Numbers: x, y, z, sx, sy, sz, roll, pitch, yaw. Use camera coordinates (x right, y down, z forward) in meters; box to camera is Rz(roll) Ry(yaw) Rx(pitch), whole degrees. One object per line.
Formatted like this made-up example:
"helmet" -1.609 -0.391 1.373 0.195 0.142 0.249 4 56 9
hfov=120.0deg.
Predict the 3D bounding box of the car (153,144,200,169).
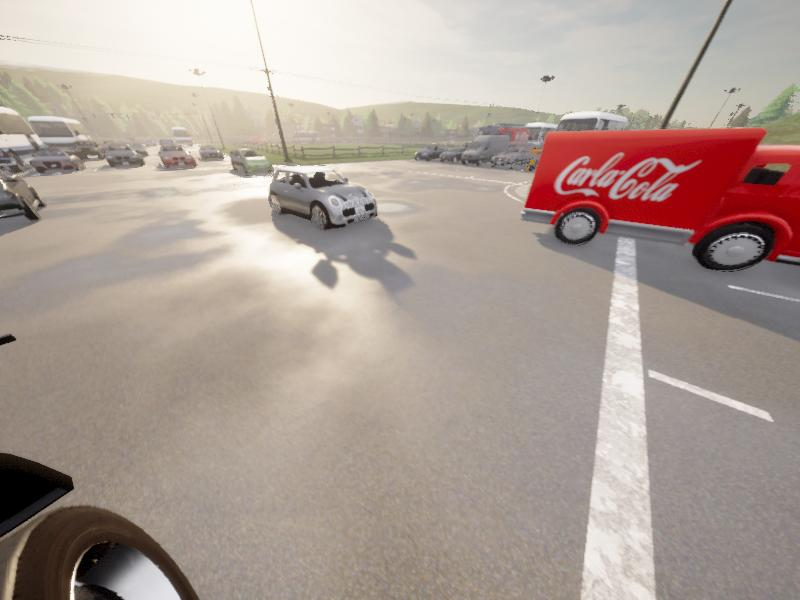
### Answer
"car" -20.039 -12.905 20.672 2.242 1.667 4.611 -27 43 -33

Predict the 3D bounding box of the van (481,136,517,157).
"van" 15.462 -23.958 36.103 5.915 2.561 1.988 -25 43 -32

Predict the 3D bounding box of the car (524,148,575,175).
"car" 12.469 -11.634 19.289 3.988 1.617 1.851 -26 43 -32

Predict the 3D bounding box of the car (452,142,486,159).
"car" 9.591 -20.875 32.209 4.605 1.855 1.932 -26 43 -32

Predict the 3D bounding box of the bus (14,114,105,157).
"bus" -46.182 -22.692 32.079 3.944 4.253 10.273 -25 43 -32

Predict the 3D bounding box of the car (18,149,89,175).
"car" -25.816 -10.499 17.432 1.994 1.385 4.181 -27 43 -33

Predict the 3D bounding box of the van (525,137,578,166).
"van" 17.124 -16.823 26.034 6.366 2.431 2.351 -26 43 -32

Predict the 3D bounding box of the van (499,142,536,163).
"van" 14.187 -17.864 27.870 4.442 1.987 1.775 -26 43 -32

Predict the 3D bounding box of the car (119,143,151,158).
"car" -35.025 -19.928 30.682 2.163 1.488 4.792 -25 42 -32

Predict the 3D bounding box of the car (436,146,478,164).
"car" 6.604 -16.661 26.494 4.892 1.490 1.837 -26 43 -32

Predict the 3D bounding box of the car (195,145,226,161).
"car" -22.318 -17.316 27.201 1.994 1.385 4.181 -26 43 -32

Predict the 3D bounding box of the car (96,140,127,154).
"car" -45.877 -24.463 36.864 2.242 1.667 4.611 -25 42 -32

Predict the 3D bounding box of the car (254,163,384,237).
"car" -2.638 -3.490 7.603 3.806 1.475 1.970 25 42 30

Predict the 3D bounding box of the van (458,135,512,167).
"van" 8.887 -15.553 24.029 5.915 2.561 1.988 -25 43 -32

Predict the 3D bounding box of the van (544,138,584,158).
"van" 25.143 -23.290 35.359 6.366 2.431 2.351 -26 43 -32

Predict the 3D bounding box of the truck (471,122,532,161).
"truck" 13.511 -20.921 30.623 8.468 3.827 2.891 -26 43 -32

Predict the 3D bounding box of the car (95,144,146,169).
"car" -25.094 -13.162 20.978 2.242 1.667 4.611 -27 43 -33

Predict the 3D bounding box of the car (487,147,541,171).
"car" 10.839 -13.484 21.897 5.027 1.651 2.152 -26 43 -32

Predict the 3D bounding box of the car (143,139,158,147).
"car" -63.934 -40.263 59.241 2.033 1.649 4.856 -25 42 -32

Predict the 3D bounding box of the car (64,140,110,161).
"car" -34.864 -16.824 25.901 1.905 1.878 3.866 -25 42 -32

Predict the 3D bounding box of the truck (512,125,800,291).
"truck" 6.108 -2.606 5.584 5.204 2.467 2.627 22 41 28

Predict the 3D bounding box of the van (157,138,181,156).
"van" -34.416 -22.866 34.442 1.775 1.987 4.442 -25 42 -32

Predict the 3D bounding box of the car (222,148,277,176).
"car" -11.614 -10.731 17.790 4.514 1.525 2.007 30 44 35

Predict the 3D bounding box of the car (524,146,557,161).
"car" 19.144 -20.012 31.467 4.674 1.442 1.812 -26 43 -32

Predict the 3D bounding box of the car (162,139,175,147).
"car" -60.872 -41.255 60.734 1.801 1.575 5.366 -25 42 -32

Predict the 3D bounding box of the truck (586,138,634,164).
"truck" 25.609 -18.281 28.178 5.204 2.467 2.627 -26 43 -32

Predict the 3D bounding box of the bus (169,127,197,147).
"bus" -59.376 -44.569 63.154 3.944 4.253 10.273 -25 42 -32

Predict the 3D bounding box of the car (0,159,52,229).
"car" -13.140 -3.375 7.252 3.705 1.549 1.789 27 43 33

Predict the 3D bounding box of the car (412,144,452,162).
"car" 3.921 -18.075 28.327 4.611 1.667 2.242 -26 43 -32

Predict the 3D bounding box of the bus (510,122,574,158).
"bus" 22.527 -25.317 36.631 10.273 4.253 3.944 -26 43 -32

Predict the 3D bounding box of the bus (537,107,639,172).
"bus" 18.326 -15.423 22.461 10.273 4.253 3.944 -26 43 -32

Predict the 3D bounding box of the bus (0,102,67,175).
"bus" -31.388 -12.388 17.550 3.944 4.253 10.273 -26 43 -32
